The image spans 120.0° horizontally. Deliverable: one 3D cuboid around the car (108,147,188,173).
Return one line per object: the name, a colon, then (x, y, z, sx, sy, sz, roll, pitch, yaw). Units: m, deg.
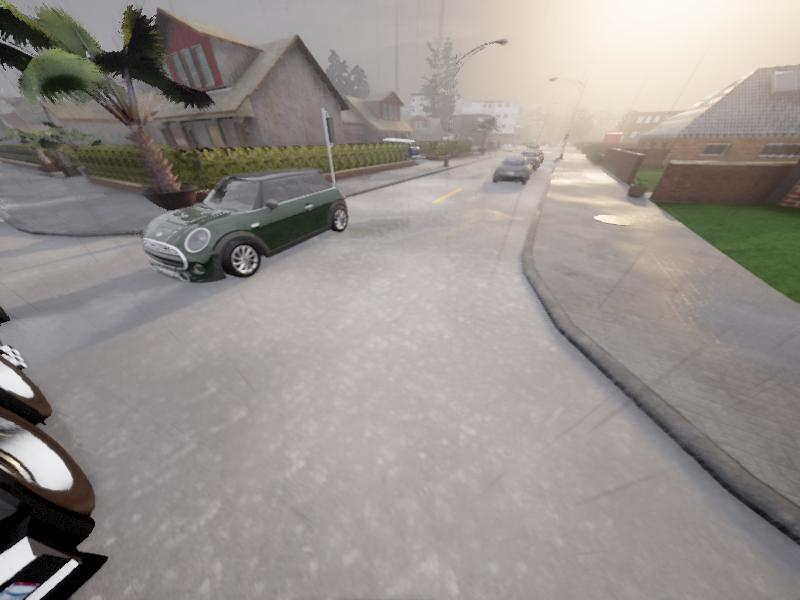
car: (-19.880, -11.241, 18.429, 1.845, 1.501, 3.633, 16, 38, 22)

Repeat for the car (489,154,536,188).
car: (7.231, -8.290, 14.646, 1.994, 1.385, 4.181, 16, 38, 22)

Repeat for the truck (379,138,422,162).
truck: (0.017, -17.270, 26.533, 4.478, 2.038, 2.069, 20, 40, 23)

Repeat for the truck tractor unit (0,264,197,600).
truck tractor unit: (-5.111, -0.301, 0.780, 6.516, 4.208, 3.053, 18, 39, 24)

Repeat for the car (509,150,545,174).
car: (11.227, -12.220, 20.234, 2.033, 1.411, 5.357, 18, 39, 24)

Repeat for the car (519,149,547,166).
car: (14.586, -15.704, 25.294, 1.895, 1.301, 4.718, 19, 39, 25)

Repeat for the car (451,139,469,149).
car: (14.966, -39.040, 57.728, 3.866, 1.878, 1.905, -15, 37, -20)

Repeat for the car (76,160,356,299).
car: (-3.339, -2.174, 5.577, 2.097, 1.767, 4.553, 15, 38, 21)

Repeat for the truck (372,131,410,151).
truck: (-2.088, -37.137, 54.001, 8.468, 3.827, 2.891, 18, 39, 24)
